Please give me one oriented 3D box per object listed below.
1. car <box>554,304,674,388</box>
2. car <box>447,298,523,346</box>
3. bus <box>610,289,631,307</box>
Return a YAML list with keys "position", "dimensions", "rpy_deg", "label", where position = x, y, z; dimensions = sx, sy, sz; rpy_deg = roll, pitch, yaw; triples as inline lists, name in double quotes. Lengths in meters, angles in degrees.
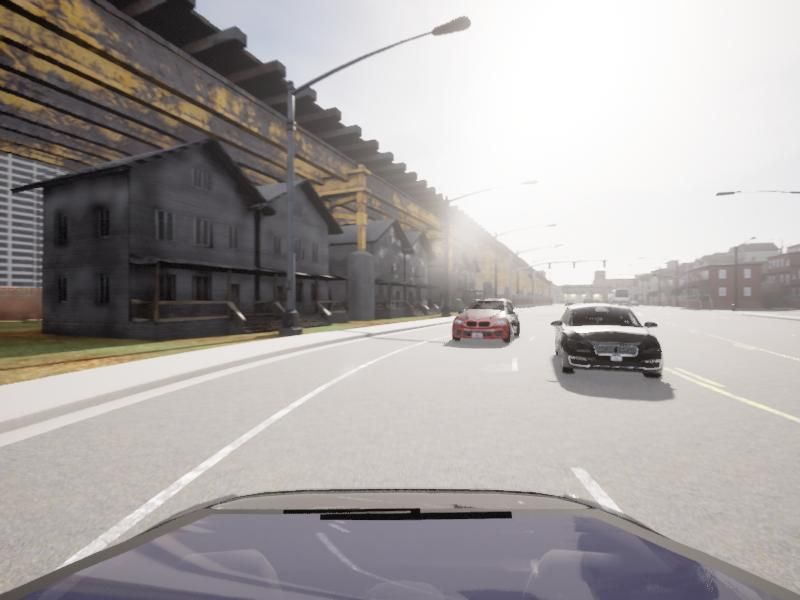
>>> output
- position: [4.881, 0.853, 9.854]
  dimensions: [1.837, 1.490, 4.892]
  rpy_deg: [0, 0, 19]
  label: "car"
- position: [3.674, 0.766, 16.510]
  dimensions: [2.242, 1.667, 4.611]
  rpy_deg: [0, 0, 23]
  label: "car"
- position: [53.587, -0.451, 97.528]
  dimensions: [3.944, 4.253, 10.273]
  rpy_deg: [0, 0, 25]
  label: "bus"
